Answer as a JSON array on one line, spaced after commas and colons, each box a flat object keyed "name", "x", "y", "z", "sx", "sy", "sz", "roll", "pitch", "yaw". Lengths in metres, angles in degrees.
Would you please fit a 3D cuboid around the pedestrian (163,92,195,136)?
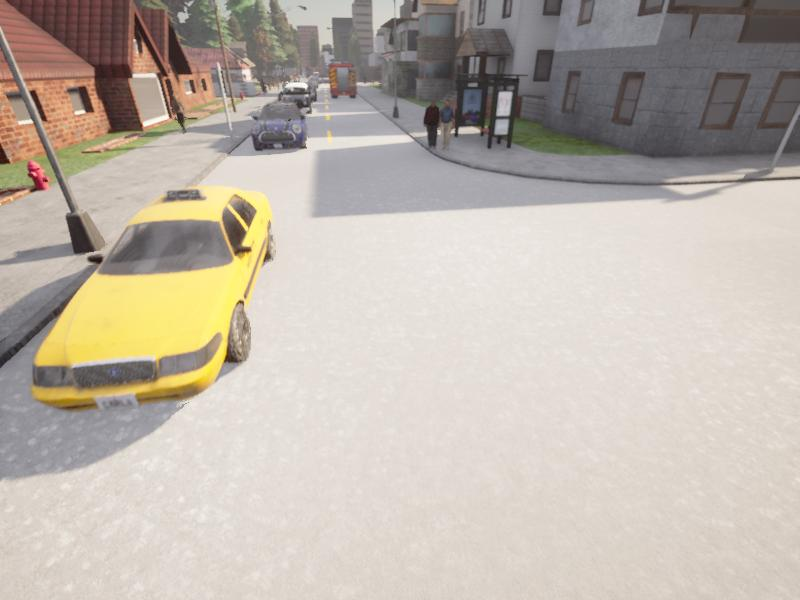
[{"name": "pedestrian", "x": -10.838, "y": -9.151, "z": 19.676, "sx": 0.751, "sy": 1.860, "sz": 0.751, "roll": -5, "pitch": 31, "yaw": -8}]

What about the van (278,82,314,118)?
[{"name": "van", "x": -7.492, "y": -14.732, "z": 29.318, "sx": 2.069, "sy": 2.038, "sz": 4.480, "roll": -5, "pitch": 31, "yaw": -8}]

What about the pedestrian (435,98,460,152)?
[{"name": "pedestrian", "x": 1.852, "y": -6.869, "z": 15.692, "sx": 0.751, "sy": 1.860, "sz": 0.751, "roll": 8, "pitch": 31, "yaw": 14}]

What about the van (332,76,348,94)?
[{"name": "van", "x": -8.182, "y": -29.178, "z": 54.166, "sx": 1.775, "sy": 1.987, "sz": 4.442, "roll": -5, "pitch": 31, "yaw": -8}]

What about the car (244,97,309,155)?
[{"name": "car", "x": -5.243, "y": -7.775, "z": 17.620, "sx": 2.097, "sy": 1.767, "sz": 4.553, "roll": -5, "pitch": 31, "yaw": -8}]

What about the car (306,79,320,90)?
[{"name": "car", "x": -15.167, "y": -37.697, "z": 69.780, "sx": 2.128, "sy": 1.511, "sz": 4.902, "roll": -5, "pitch": 31, "yaw": -8}]

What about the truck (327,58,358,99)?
[{"name": "truck", "x": -6.756, "y": -25.634, "z": 46.255, "sx": 2.891, "sy": 3.827, "sz": 8.468, "roll": -5, "pitch": 31, "yaw": -8}]

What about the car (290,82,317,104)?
[{"name": "car", "x": -9.500, "y": -20.692, "z": 39.924, "sx": 2.242, "sy": 1.667, "sz": 4.611, "roll": -5, "pitch": 30, "yaw": -8}]

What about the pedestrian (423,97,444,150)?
[{"name": "pedestrian", "x": 1.328, "y": -7.050, "z": 16.012, "sx": 0.751, "sy": 1.860, "sz": 0.751, "roll": 3, "pitch": 30, "yaw": 5}]

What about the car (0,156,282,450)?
[{"name": "car", "x": -2.963, "y": -0.704, "z": 5.693, "sx": 1.801, "sy": 1.575, "sz": 5.366, "roll": -5, "pitch": 30, "yaw": -8}]

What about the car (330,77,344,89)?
[{"name": "car", "x": -10.303, "y": -35.508, "z": 65.378, "sx": 1.930, "sy": 1.638, "sz": 5.238, "roll": -5, "pitch": 31, "yaw": -8}]

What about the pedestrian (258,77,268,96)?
[{"name": "pedestrian", "x": -16.128, "y": -25.203, "z": 47.237, "sx": 0.751, "sy": 1.860, "sz": 0.751, "roll": -6, "pitch": 31, "yaw": -9}]

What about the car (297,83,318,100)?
[{"name": "car", "x": -11.035, "y": -25.115, "z": 48.119, "sx": 2.163, "sy": 1.488, "sz": 4.792, "roll": -5, "pitch": 31, "yaw": -8}]
